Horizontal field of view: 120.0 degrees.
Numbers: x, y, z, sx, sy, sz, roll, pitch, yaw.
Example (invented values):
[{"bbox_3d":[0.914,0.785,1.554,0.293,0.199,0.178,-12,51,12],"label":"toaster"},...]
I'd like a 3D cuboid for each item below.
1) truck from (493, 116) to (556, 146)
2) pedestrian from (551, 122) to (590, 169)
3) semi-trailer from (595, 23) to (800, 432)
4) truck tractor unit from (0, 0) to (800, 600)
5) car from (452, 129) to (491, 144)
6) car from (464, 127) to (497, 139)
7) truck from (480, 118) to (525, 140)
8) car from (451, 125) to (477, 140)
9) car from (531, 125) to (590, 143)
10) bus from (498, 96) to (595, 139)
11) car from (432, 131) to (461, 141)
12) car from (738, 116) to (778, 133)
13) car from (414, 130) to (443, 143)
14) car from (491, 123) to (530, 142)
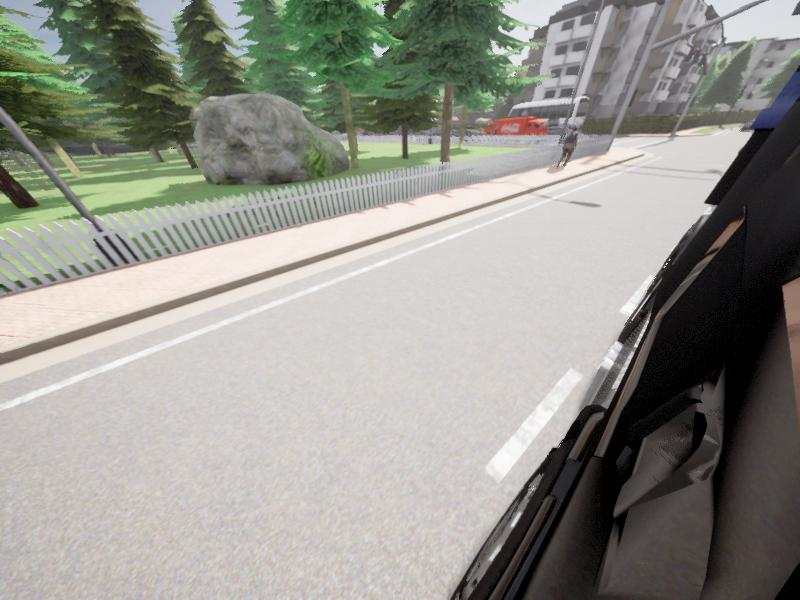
[{"bbox_3d":[13.954,-19.261,26.352,2.627,2.467,5.204,-25,42,-27],"label":"truck"},{"bbox_3d":[8.368,-7.614,11.412,0.751,1.860,0.751,-26,43,-28],"label":"pedestrian"},{"bbox_3d":[8.831,-3.520,4.080,14.254,4.402,2.717,-27,43,-28],"label":"semi-trailer"},{"bbox_3d":[2.645,-0.295,0.351,6.516,4.208,3.053,-28,44,-30],"label":"truck tractor unit"},{"bbox_3d":[9.670,-22.309,31.522,1.837,1.490,4.892,-25,42,-27],"label":"car"},{"bbox_3d":[14.077,-29.581,40.852,1.801,1.575,5.366,-25,42,-27],"label":"car"},{"bbox_3d":[15.128,-25.499,34.582,2.627,2.467,5.204,-25,42,-27],"label":"truck"},{"bbox_3d":[10.844,-28.697,39.633,1.905,1.878,3.866,-25,42,-27],"label":"car"},{"bbox_3d":[18.246,-19.048,26.580,2.128,1.511,4.902,-25,42,-27],"label":"car"},{"bbox_3d":[20.111,-25.661,32.985,3.944,4.253,10.273,-25,42,-27],"label":"bus"},{"bbox_3d":[7.697,-27.398,38.609,1.895,1.301,4.718,-25,42,-27],"label":"car"},{"bbox_3d":[42.741,-20.958,27.591,4.181,1.385,1.994,-26,43,-28],"label":"car"},{"bbox_3d":[4.565,-26.389,37.309,1.837,1.490,4.892,-25,42,-27],"label":"car"},{"bbox_3d":[14.545,-22.151,30.650,1.905,1.878,3.866,-25,42,-27],"label":"car"}]
